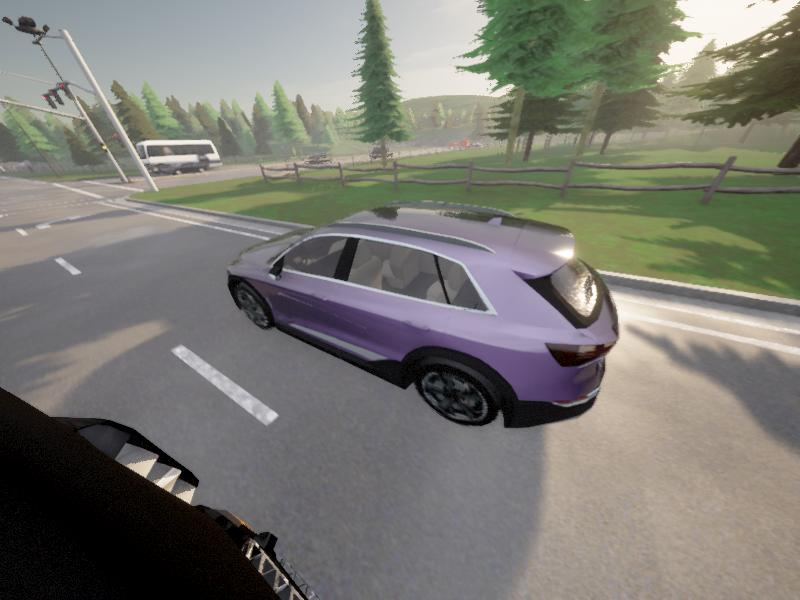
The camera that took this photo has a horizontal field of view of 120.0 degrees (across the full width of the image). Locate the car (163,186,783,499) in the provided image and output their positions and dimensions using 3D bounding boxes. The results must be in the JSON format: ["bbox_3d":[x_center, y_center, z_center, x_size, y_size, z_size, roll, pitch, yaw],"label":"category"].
[{"bbox_3d":[-0.303,-0.345,2.994,4.856,1.649,2.033,16,38,26],"label":"car"}]

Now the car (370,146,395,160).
[{"bbox_3d":[-3.298,-29.355,46.073,2.150,2.045,5.566,16,38,26],"label":"car"}]

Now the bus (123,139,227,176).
[{"bbox_3d":[-34.803,-22.727,36.623,3.944,4.253,10.273,15,38,25],"label":"bus"}]

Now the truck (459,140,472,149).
[{"bbox_3d":[23.669,-56.111,83.501,2.627,2.467,5.204,17,39,27],"label":"truck"}]

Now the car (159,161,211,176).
[{"bbox_3d":[-30.080,-18.541,32.501,1.837,1.490,4.892,15,38,25],"label":"car"}]

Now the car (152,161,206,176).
[{"bbox_3d":[-32.803,-19.684,34.502,2.033,1.411,5.357,15,38,25],"label":"car"}]

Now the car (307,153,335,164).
[{"bbox_3d":[-14.279,-25.767,42.060,1.837,1.490,4.892,15,38,25],"label":"car"}]
